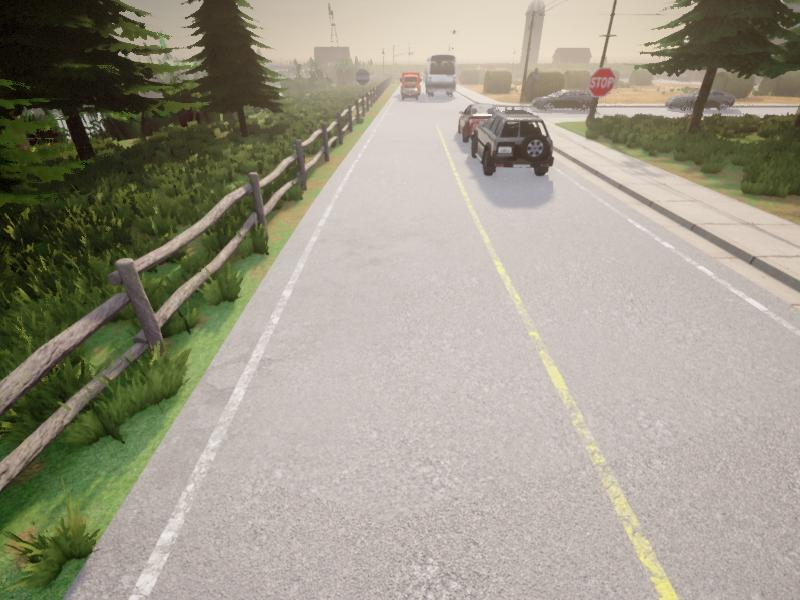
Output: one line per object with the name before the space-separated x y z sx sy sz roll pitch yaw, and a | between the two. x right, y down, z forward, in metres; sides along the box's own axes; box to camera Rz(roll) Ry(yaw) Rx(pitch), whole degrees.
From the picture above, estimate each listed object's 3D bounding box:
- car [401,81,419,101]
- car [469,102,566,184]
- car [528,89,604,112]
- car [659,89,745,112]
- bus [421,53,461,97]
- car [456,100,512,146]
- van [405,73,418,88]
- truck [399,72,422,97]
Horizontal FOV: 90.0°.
car | 1.079 -22.165 42.375 1.851 1.617 3.988 1 30 1
car | 3.649 -5.439 13.457 1.932 1.855 4.605 1 30 1
car | 12.949 -15.732 31.519 4.902 1.511 2.128 -1 30 -1
car | 23.782 -15.834 31.698 4.902 1.511 2.128 0 30 -1
bus | 4.709 -27.376 48.675 3.944 4.253 10.273 1 30 1
car | 3.872 -8.581 19.188 2.007 1.525 4.514 2 30 3
van | 1.888 -35.939 65.543 2.069 2.038 4.480 1 30 1
truck | 1.290 -26.016 48.117 2.627 2.467 5.204 1 30 1
